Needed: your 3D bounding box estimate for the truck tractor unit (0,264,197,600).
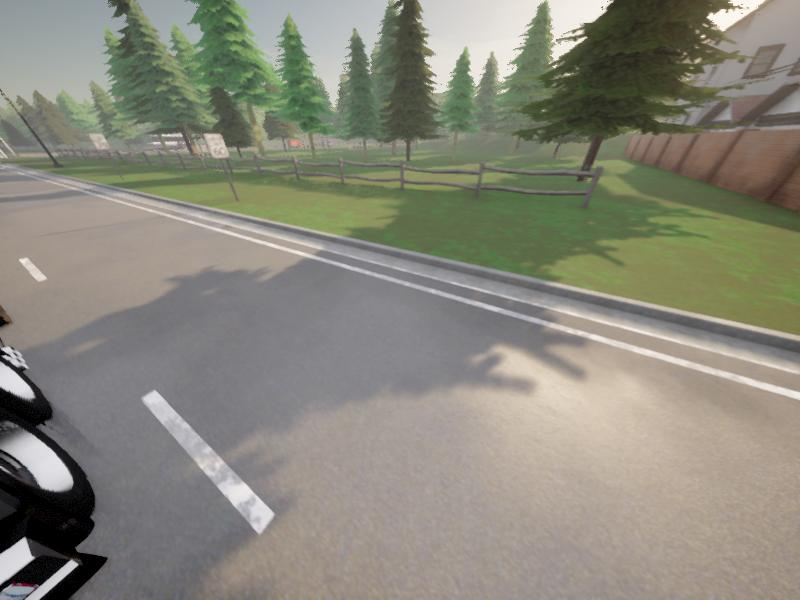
[{"bbox_3d":[-5.118,-0.289,0.794,6.516,4.208,3.053,18,39,25],"label":"truck tractor unit"}]
